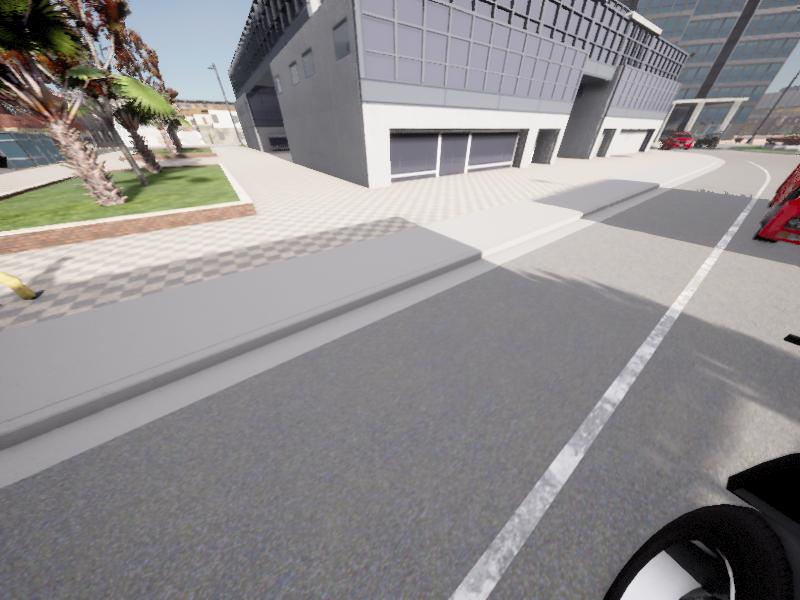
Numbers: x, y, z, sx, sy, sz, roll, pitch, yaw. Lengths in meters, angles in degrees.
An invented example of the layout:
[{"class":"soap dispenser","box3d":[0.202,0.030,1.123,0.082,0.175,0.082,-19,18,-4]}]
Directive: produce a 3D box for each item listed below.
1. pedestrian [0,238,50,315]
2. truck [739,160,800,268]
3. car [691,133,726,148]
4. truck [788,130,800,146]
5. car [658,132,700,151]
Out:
[{"class":"pedestrian","box3d":[-6.084,-0.480,3.225,0.751,1.300,0.751,26,44,33]},{"class":"truck","box3d":[11.783,-3.362,5.028,8.468,3.827,2.891,-23,41,-28]},{"class":"car","box3d":[48.321,-24.949,36.156,3.866,1.878,1.905,-19,39,-23]},{"class":"truck","box3d":[67.749,-25.969,36.666,5.204,2.467,2.627,17,38,23]},{"class":"car","box3d":[38.974,-22.258,32.455,2.150,2.045,5.566,20,40,27]}]
